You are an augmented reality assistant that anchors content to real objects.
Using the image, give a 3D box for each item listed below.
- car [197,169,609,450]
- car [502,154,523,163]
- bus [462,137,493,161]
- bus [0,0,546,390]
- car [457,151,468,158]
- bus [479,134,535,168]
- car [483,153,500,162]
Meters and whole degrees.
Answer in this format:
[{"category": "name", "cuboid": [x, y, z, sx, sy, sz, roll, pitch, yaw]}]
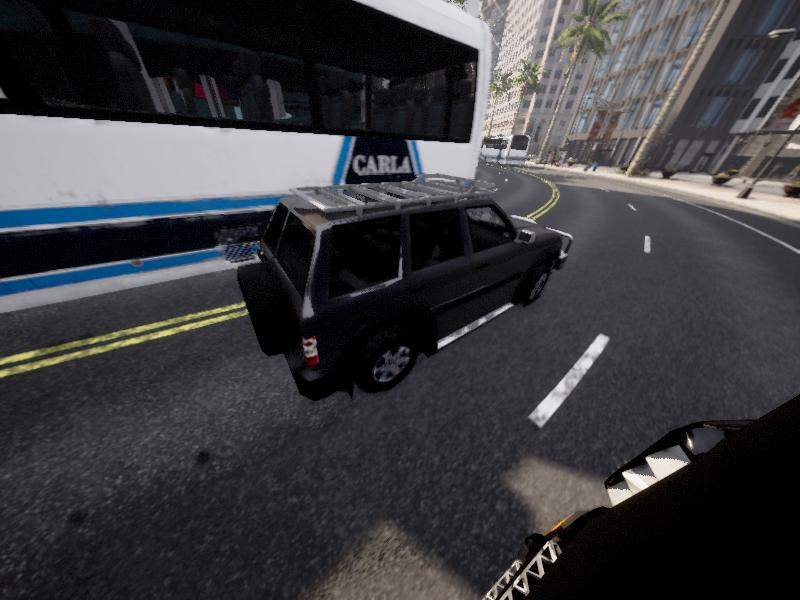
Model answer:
[{"category": "car", "cuboid": [0.475, -0.649, 3.231, 4.605, 1.855, 1.932, -20, 41, -31]}, {"category": "car", "cuboid": [24.471, -30.984, 50.548, 2.231, 1.521, 4.892, 3, 34, 0]}, {"category": "bus", "cuboid": [18.014, -35.692, 54.675, 3.944, 4.253, 10.273, 3, 34, 0]}, {"category": "bus", "cuboid": [-3.056, -2.527, 3.659, 10.273, 4.253, 3.944, -20, 40, -30]}, {"category": "car", "cuboid": [18.595, -43.367, 68.811, 2.152, 1.651, 5.027, 3, 34, 0]}, {"category": "bus", "cuboid": [17.708, -25.637, 39.643, 3.944, 4.253, 10.273, 0, 34, -4]}, {"category": "car", "cuboid": [21.538, -33.699, 54.401, 2.038, 1.542, 4.974, 3, 34, 0]}]
